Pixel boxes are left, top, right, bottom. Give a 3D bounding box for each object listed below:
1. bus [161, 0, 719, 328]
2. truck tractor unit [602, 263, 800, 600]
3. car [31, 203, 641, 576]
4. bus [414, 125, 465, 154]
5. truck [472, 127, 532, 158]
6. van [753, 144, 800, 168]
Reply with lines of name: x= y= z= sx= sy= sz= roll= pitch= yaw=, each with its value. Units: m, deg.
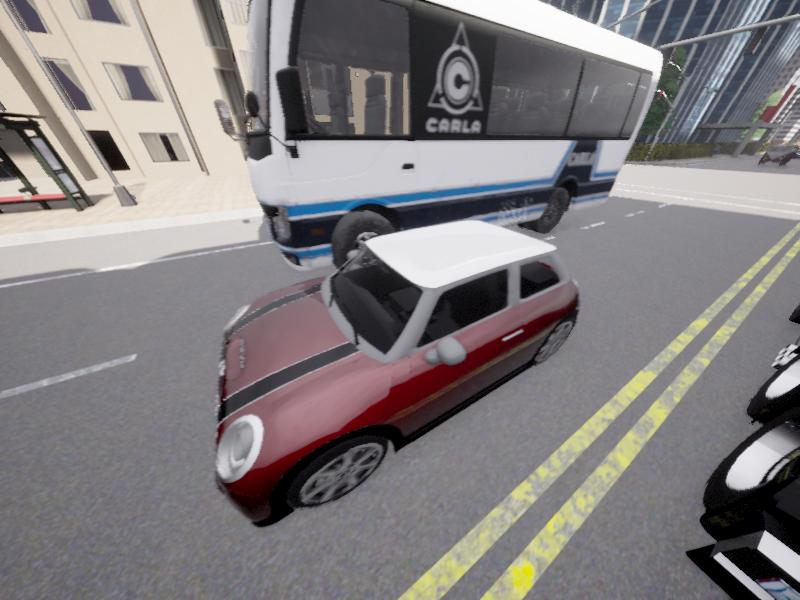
bus: x=1.762 y=-3.764 z=5.711 sx=10.273 sy=4.253 sz=3.944 roll=-18 pitch=39 yaw=-24
truck tractor unit: x=5.106 y=-0.307 z=0.782 sx=6.516 sy=4.208 sz=3.053 roll=-18 pitch=39 yaw=-24
car: x=0.151 y=0.127 z=2.532 sx=3.806 sy=1.475 sz=1.970 roll=-18 pitch=39 yaw=-24
bus: x=7.276 y=-31.096 z=45.059 sx=3.944 sy=4.253 sz=10.273 roll=-18 pitch=37 yaw=-24
truck: x=16.328 y=-25.927 z=38.080 sx=2.891 sy=3.827 sz=8.468 roll=-18 pitch=39 yaw=-24
van: x=42.027 y=-16.036 z=25.640 sx=4.442 sy=1.987 sz=1.775 roll=-18 pitch=39 yaw=-24
